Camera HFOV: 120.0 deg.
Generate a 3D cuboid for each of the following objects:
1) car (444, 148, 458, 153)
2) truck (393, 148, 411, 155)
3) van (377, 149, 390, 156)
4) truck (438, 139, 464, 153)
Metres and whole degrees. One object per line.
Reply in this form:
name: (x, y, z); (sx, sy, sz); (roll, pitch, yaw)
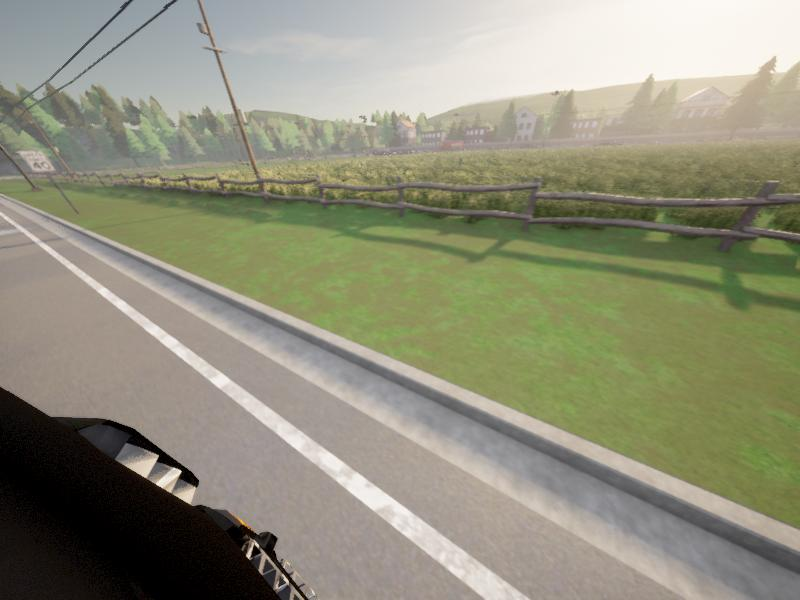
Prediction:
car: (17.727, -52.106, 80.510); (4.193, 1.474, 1.816); (16, 38, 26)
truck: (0.845, -57.247, 88.970); (6.274, 2.098, 2.390); (16, 38, 26)
van: (-6.424, -57.090, 89.319); (4.480, 2.038, 2.069); (16, 38, 26)
truck: (18.226, -55.163, 82.981); (8.468, 3.827, 2.891); (16, 38, 26)
